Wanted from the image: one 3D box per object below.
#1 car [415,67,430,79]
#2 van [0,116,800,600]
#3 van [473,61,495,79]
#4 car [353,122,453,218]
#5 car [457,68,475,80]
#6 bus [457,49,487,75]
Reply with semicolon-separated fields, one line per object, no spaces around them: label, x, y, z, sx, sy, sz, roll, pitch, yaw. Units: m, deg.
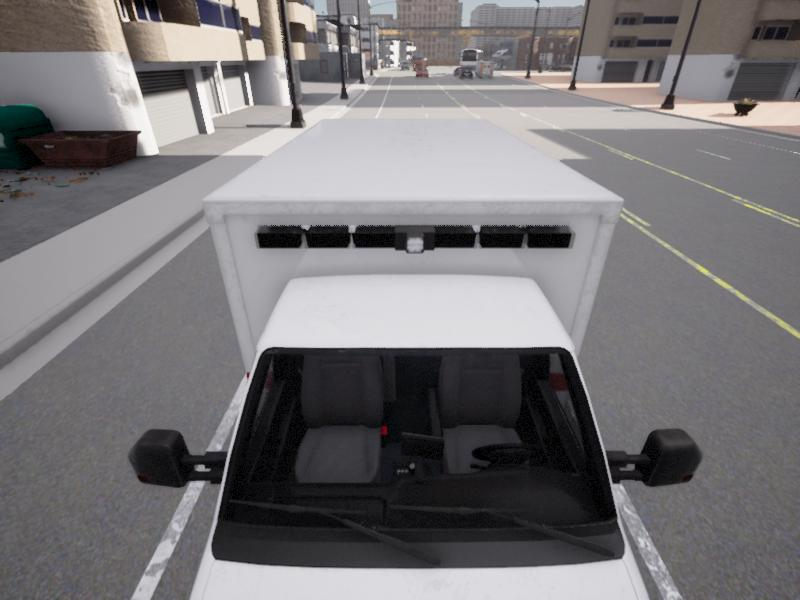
car;3.826;-39.092;68.812;2.242;1.667;4.611;0;32;0
van;0.066;0.006;3.603;2.351;2.431;6.366;0;30;0
van;14.325;-39.461;68.495;2.351;2.431;6.366;0;32;0
car;0.077;-3.802;11.042;2.128;1.511;4.902;0;30;0
car;10.812;-37.083;65.668;2.128;1.511;4.902;0;32;0
bus;14.562;-48.045;80.621;3.944;4.253;10.273;9;33;15
